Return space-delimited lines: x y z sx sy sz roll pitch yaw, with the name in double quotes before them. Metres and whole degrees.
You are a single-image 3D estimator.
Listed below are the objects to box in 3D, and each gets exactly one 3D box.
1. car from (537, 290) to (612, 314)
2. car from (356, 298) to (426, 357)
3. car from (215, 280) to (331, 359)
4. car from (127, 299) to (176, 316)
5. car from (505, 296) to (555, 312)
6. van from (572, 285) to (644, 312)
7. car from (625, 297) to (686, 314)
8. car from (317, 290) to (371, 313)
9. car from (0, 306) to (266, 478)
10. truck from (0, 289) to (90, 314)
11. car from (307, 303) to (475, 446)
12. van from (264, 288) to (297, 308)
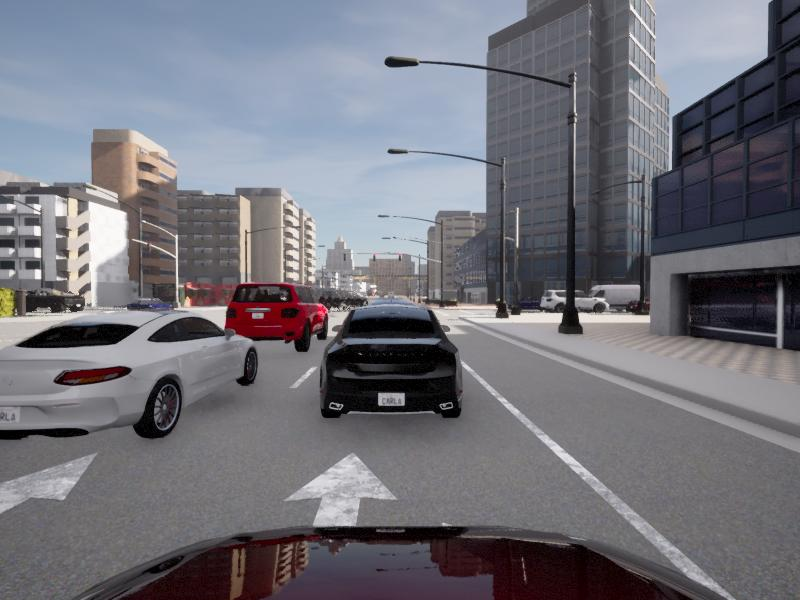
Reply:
"car" 15.170 0.153 34.941 5.566 2.045 2.150 0 1 -1
"car" -0.289 0.737 13.310 1.882 1.535 5.008 0 1 -1
"car" -3.796 0.479 13.206 2.150 2.045 5.566 0 1 -1
"car" -20.210 0.561 32.436 4.718 1.301 1.895 1 1 38
"car" 12.427 0.376 38.379 4.193 1.474 1.816 0 1 -1
"van" 19.906 -0.155 38.479 5.915 2.561 1.988 0 1 -1
"car" 22.343 0.440 35.044 4.193 1.474 1.816 0 1 -1
"car" -5.416 0.092 39.557 2.150 2.045 5.566 2 2 34
"car" -3.631 0.861 5.908 1.812 1.442 4.674 0 0 -1
"truck" -30.670 0.119 34.245 6.274 2.098 2.390 0 1 -1
"car" -0.149 0.835 6.827 1.837 1.490 4.892 0 0 -1
"van" -15.145 -0.233 51.184 2.351 2.431 6.366 0 0 -1
